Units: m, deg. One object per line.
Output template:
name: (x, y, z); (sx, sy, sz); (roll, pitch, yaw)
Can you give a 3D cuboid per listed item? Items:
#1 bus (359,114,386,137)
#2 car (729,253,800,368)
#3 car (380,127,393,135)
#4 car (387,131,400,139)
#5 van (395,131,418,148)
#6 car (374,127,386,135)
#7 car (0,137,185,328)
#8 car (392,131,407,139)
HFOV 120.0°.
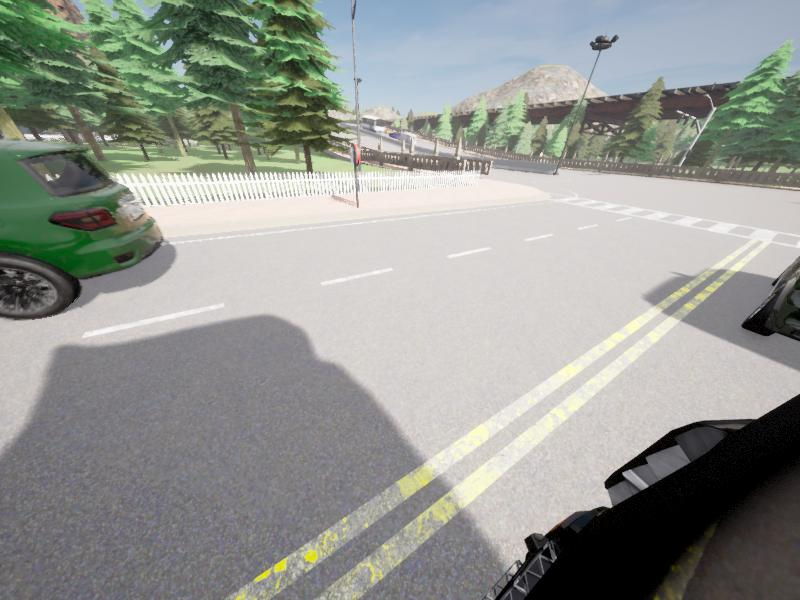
bus: (-8.355, -51.973, 68.730); (3.944, 4.253, 10.273); (-17, 46, -27)
car: (7.415, -0.205, 3.198); (4.553, 1.767, 2.097); (-16, 38, -26)
car: (-4.601, -55.264, 75.457); (1.801, 1.575, 5.366); (-17, 46, -27)
car: (-2.034, -47.960, 67.161); (1.816, 1.474, 4.193); (-17, 46, -27)
van: (1.542, -39.951, 57.397); (2.351, 2.431, 6.366); (-17, 46, -27)
car: (-6.369, -52.937, 72.407); (1.816, 1.474, 4.193); (-17, 46, -27)
car: (-6.706, -0.745, 2.699); (5.566, 2.045, 2.150); (-16, 38, -26)
car: (-0.109, -50.077, 70.037); (2.163, 1.488, 4.792); (-17, 46, -27)
